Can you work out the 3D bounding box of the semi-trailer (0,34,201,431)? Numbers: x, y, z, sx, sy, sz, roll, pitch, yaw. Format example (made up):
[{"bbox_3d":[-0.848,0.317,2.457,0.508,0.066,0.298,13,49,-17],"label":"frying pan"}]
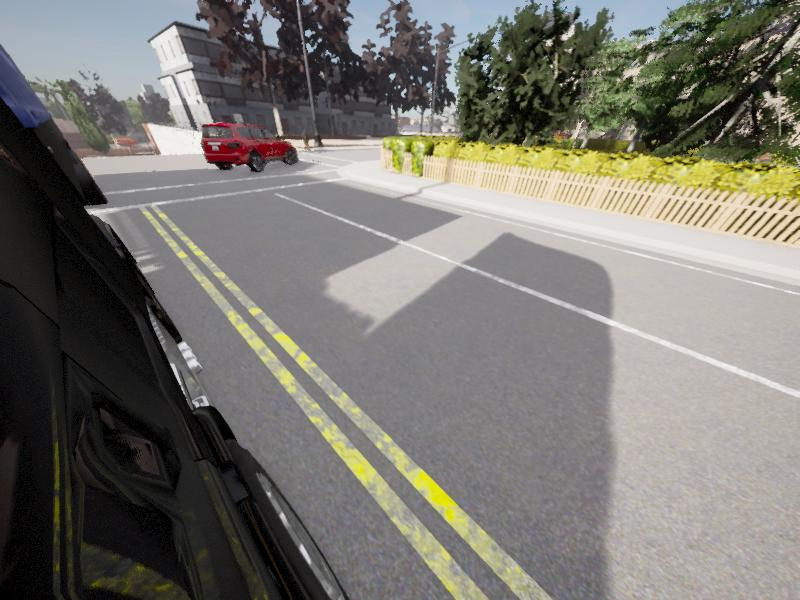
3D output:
[{"bbox_3d":[-8.655,-3.632,4.273,14.254,4.402,2.717,29,44,30],"label":"semi-trailer"}]

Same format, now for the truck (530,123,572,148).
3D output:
[{"bbox_3d":[31.500,-34.229,48.189,8.468,3.827,2.891,-19,41,-28],"label":"truck"}]

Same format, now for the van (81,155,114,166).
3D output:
[{"bbox_3d":[-73.192,-33.800,55.946,1.775,1.987,4.442,29,44,31],"label":"van"}]

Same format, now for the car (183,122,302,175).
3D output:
[{"bbox_3d":[-8.182,-8.596,13.014,2.150,2.045,5.566,6,36,8],"label":"car"}]

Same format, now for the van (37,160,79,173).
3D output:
[{"bbox_3d":[-71.103,-27.877,48.181,1.775,1.987,4.442,29,44,31],"label":"van"}]

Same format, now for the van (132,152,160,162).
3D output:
[{"bbox_3d":[-69.735,-39.295,63.423,2.069,2.038,4.480,29,44,31],"label":"van"}]

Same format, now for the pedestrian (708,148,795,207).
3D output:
[{"bbox_3d":[13.202,-4.599,8.758,0.751,1.860,0.751,-8,38,-13],"label":"pedestrian"}]

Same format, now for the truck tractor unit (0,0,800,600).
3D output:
[{"bbox_3d":[-2.645,-0.295,0.351,6.516,4.208,3.053,28,44,30],"label":"truck tractor unit"}]

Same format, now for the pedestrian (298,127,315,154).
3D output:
[{"bbox_3d":[-7.940,-13.523,19.623,0.751,1.860,0.751,27,43,29],"label":"pedestrian"}]
